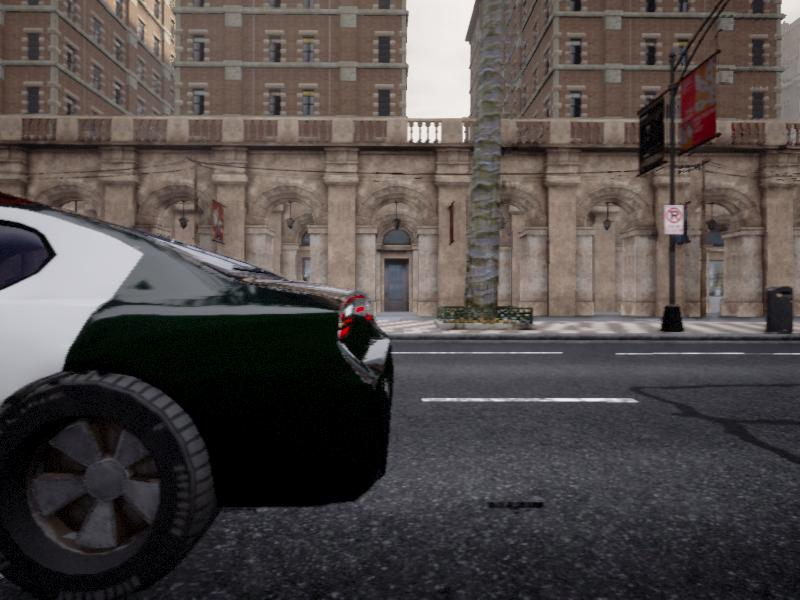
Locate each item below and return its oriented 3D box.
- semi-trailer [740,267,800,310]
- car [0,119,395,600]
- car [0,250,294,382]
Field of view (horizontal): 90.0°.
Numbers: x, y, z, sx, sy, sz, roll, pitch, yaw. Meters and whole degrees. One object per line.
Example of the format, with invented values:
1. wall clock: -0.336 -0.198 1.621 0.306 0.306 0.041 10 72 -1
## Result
1. semi-trailer: 42.443 -1.141 41.160 2.717 4.402 14.254 0 0 0
2. car: -2.532 0.222 2.220 4.974 1.542 2.038 0 0 0
3. car: -4.439 0.192 5.708 5.366 1.575 1.801 0 0 0
